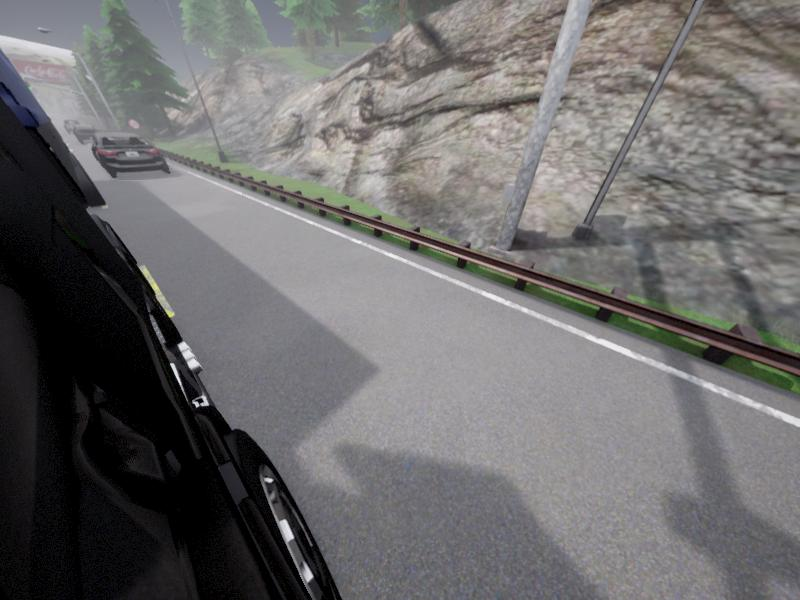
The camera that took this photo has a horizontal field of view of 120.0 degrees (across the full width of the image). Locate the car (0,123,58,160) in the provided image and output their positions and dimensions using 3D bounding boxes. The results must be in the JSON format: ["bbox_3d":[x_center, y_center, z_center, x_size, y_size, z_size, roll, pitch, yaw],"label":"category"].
[{"bbox_3d":[-24.046,-10.146,14.669,4.856,1.649,2.033,28,44,30],"label":"car"}]

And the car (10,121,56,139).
[{"bbox_3d":[-41.137,-19.139,26.013,4.902,1.511,2.128,28,43,30],"label":"car"}]

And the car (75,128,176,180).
[{"bbox_3d":[-13.484,-7.295,11.350,4.611,1.667,2.242,28,44,30],"label":"car"}]

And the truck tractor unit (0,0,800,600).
[{"bbox_3d":[-2.645,-0.295,0.351,6.516,4.208,3.053,28,44,30],"label":"truck tractor unit"}]

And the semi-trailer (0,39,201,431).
[{"bbox_3d":[-8.683,-3.587,4.283,14.254,4.402,2.717,28,44,30],"label":"semi-trailer"}]

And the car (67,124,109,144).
[{"bbox_3d":[-32.040,-17.043,23.682,4.892,1.490,1.837,28,44,30],"label":"car"}]
